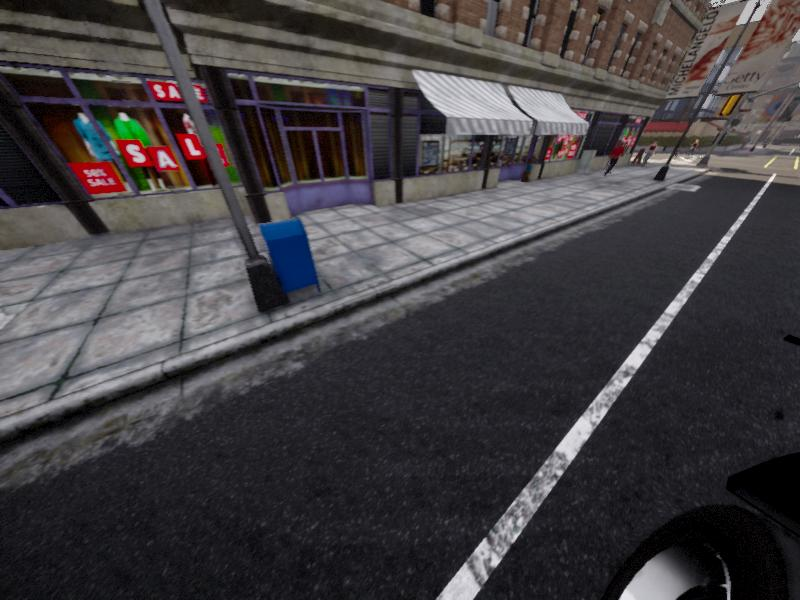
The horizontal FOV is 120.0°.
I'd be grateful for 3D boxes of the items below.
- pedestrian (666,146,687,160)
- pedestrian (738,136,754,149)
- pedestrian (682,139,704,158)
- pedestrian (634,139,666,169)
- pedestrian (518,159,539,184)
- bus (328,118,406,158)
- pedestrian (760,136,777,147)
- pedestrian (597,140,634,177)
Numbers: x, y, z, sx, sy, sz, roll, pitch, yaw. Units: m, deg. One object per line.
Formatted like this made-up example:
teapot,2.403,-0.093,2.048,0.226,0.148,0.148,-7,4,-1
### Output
pedestrian,30.069,-16.011,25.129,0.751,1.300,0.751,-18,39,-24
pedestrian,61.200,-27.882,40.904,0.751,1.860,0.751,-23,41,-28
pedestrian,33.971,-17.555,26.794,0.751,1.860,0.751,-20,40,-25
pedestrian,18.857,-11.046,17.452,0.751,1.860,0.751,-23,41,-28
pedestrian,6.752,-6.757,12.151,0.500,1.100,0.500,-20,40,-26
bus,-4.416,-23.708,33.837,10.273,4.253,3.944,-22,41,-28
pedestrian,74.925,-32.287,47.014,0.751,1.860,0.751,1,35,1
pedestrian,12.934,-8.492,13.891,0.751,1.860,0.751,-18,39,-24
